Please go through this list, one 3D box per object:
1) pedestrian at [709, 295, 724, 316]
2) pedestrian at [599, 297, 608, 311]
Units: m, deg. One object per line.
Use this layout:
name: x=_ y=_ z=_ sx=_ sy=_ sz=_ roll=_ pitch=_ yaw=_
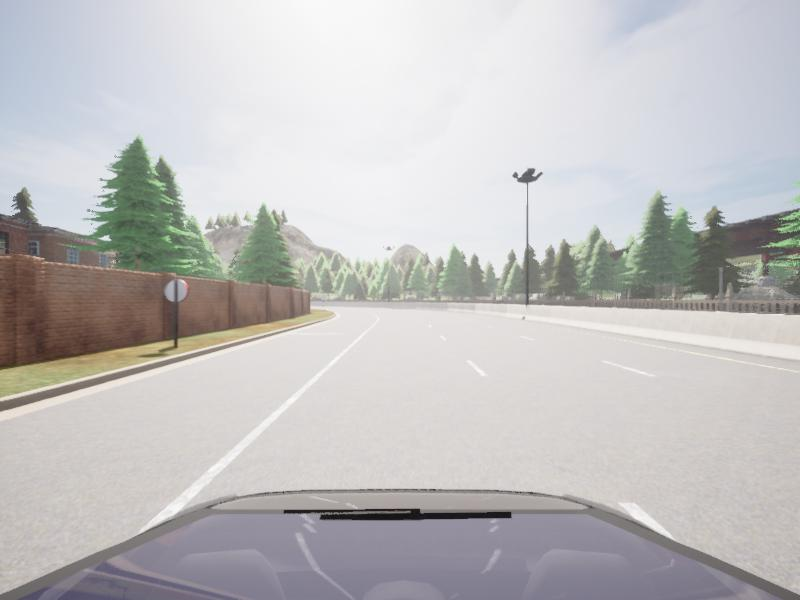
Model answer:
pedestrian: x=28.925 y=0.486 z=36.591 sx=0.751 sy=1.860 sz=0.751 roll=0 pitch=0 yaw=0
pedestrian: x=26.470 y=0.487 z=52.004 sx=0.751 sy=1.860 sz=0.751 roll=0 pitch=0 yaw=-17
